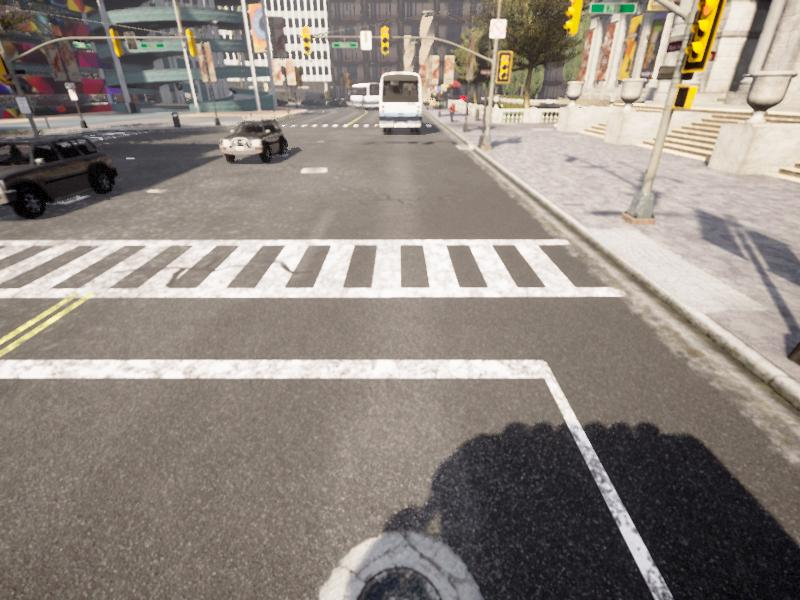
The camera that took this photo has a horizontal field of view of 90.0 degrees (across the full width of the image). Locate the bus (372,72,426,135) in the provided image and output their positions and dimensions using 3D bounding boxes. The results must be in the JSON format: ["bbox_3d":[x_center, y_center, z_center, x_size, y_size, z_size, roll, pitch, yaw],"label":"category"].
[{"bbox_3d":[-0.053,-17.065,34.561,3.944,4.253,10.273,0,28,0],"label":"bus"}]

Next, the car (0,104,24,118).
[{"bbox_3d":[-50.042,-23.334,49.280,4.902,1.511,2.128,0,28,0],"label":"car"}]

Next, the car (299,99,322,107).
[{"bbox_3d":[-20.300,-44.631,90.529,5.027,1.651,2.152,19,33,31],"label":"car"}]

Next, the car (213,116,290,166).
[{"bbox_3d":[-6.965,-7.815,19.408,1.932,1.855,4.605,0,27,0],"label":"car"}]

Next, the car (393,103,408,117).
[{"bbox_3d":[0.068,-26.392,55.378,2.038,1.542,4.974,0,28,0],"label":"car"}]

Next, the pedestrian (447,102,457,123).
[{"bbox_3d":[5.232,-18.833,40.149,0.751,1.860,0.751,9,29,17],"label":"pedestrian"}]

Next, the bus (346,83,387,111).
[{"bbox_3d":[-6.302,-37.372,73.463,3.944,4.253,10.273,-12,30,-22],"label":"bus"}]

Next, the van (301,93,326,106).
[{"bbox_3d":[-20.343,-47.159,94.028,5.915,2.561,1.988,16,32,28],"label":"van"}]

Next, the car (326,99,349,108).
[{"bbox_3d":[-13.344,-41.645,84.806,2.152,1.651,5.027,-23,36,-37],"label":"car"}]

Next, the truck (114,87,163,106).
[{"bbox_3d":[-59.167,-46.126,90.701,8.468,3.827,2.891,0,28,0],"label":"truck"}]

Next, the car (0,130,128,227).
[{"bbox_3d":[-10.480,-3.697,11.510,1.932,1.855,4.605,0,28,0],"label":"car"}]

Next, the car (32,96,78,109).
[{"bbox_3d":[-62.141,-35.641,72.116,5.566,2.045,2.435,0,28,0],"label":"car"}]
